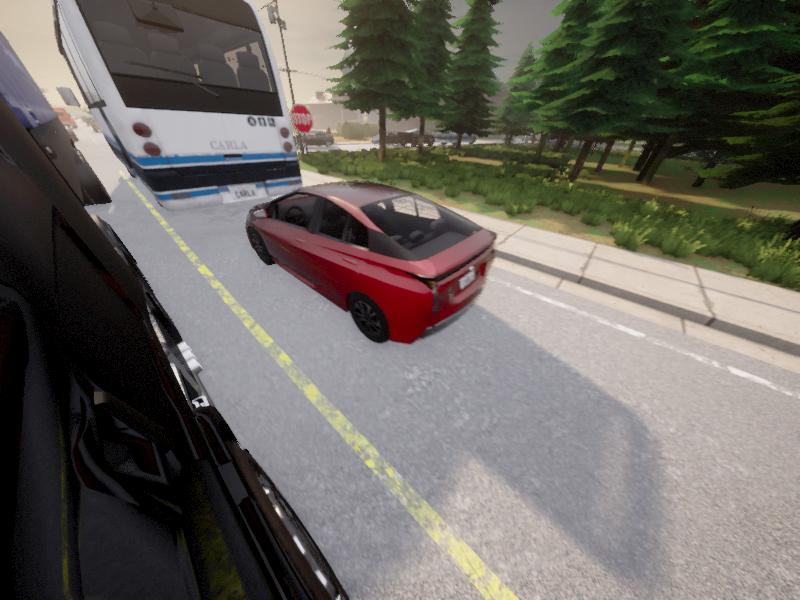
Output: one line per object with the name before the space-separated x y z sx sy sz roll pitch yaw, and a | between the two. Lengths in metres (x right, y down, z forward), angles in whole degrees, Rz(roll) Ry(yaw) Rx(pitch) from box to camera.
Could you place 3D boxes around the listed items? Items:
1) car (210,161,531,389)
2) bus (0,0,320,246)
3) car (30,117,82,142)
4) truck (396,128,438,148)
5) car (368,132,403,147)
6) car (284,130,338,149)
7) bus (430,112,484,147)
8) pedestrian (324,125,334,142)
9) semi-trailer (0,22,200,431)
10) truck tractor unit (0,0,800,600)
car | -0.830 -1.061 3.745 4.514 1.525 2.007 30 44 31
bus | -7.546 -5.862 7.432 10.273 4.253 3.944 30 45 31
car | -30.219 -15.048 20.394 3.988 1.617 1.851 30 45 31
truck | 2.465 -22.730 32.418 2.390 2.098 6.274 28 43 29
car | -1.959 -22.709 32.589 2.128 1.511 4.902 28 43 29
car | -9.473 -17.413 25.040 2.128 1.511 4.902 28 43 29
bus | 9.897 -28.910 39.351 3.944 4.253 10.273 28 44 29
pedestrian | -9.701 -22.908 31.756 0.751 1.860 0.751 21 41 23
semi-trailer | -8.599 -3.677 4.313 14.254 4.402 2.717 29 44 31
truck tractor unit | -2.645 -0.295 0.351 6.516 4.208 3.053 28 44 30
